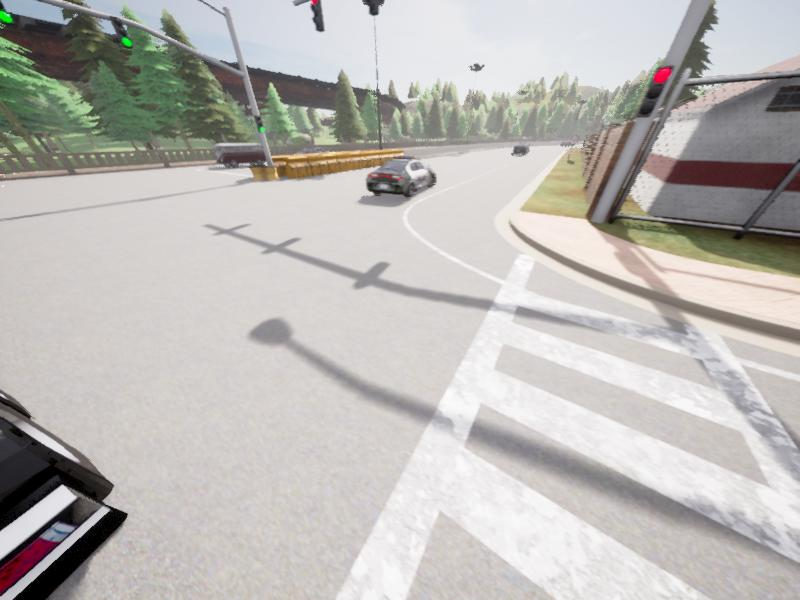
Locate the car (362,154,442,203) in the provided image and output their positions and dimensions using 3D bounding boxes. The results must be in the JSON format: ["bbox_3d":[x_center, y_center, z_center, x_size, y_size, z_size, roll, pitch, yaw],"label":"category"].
[{"bbox_3d":[0.336,-6.364,11.720,2.038,1.542,4.974,16,38,20],"label":"car"}]

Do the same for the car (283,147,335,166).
[{"bbox_3d":[-9.872,-15.956,25.557,2.128,1.511,4.902,20,40,26],"label":"car"}]

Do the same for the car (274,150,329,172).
[{"bbox_3d":[-8.966,-12.957,21.390,1.994,1.385,4.181,20,40,26],"label":"car"}]

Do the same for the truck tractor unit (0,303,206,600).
[{"bbox_3d":[-5.231,-0.160,0.586,6.516,4.208,3.053,13,37,18],"label":"truck tractor unit"}]

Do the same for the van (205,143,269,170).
[{"bbox_3d":[-15.943,-14.352,22.929,1.775,1.987,4.442,20,40,26],"label":"van"}]
